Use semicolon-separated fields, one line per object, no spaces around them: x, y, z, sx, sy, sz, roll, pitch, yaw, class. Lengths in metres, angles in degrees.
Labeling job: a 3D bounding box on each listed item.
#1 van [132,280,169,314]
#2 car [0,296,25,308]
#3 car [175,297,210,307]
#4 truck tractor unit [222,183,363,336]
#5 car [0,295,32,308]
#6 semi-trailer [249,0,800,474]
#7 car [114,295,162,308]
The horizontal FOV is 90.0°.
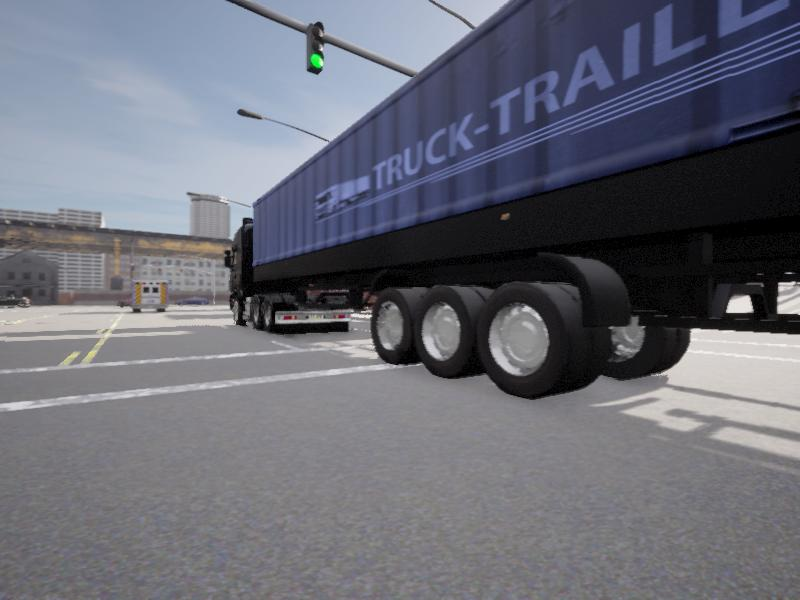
-20.085;-0.229;32.075;2.351;2.431;6.366;0;0;-34;van
-49.828;0.205;49.388;4.892;1.490;1.837;0;0;-34;car
-31.804;0.265;61.340;4.674;1.442;1.812;0;0;-34;car
-4.245;-1.122;14.545;3.053;4.208;6.516;0;0;-33;truck tractor unit
-46.358;0.178;47.491;3.705;1.549;1.789;0;0;-34;car
0.130;-1.214;7.948;2.717;4.402;14.254;0;0;-34;semi-trailer
-32.807;0.210;50.297;1.882;1.535;5.008;0;0;18;car
